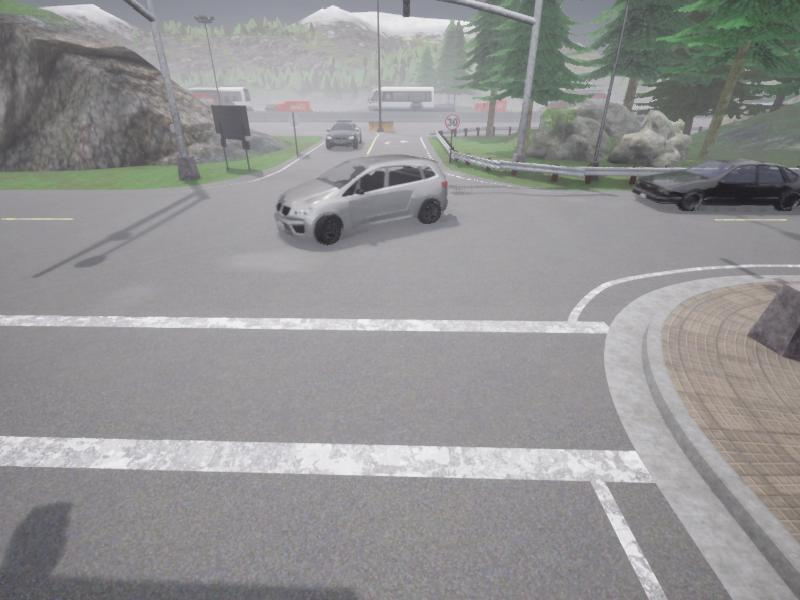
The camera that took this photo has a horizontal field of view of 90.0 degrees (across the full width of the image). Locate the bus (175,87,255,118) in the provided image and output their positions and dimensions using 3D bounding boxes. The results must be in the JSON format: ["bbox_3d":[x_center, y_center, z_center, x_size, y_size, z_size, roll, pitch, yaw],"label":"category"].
[{"bbox_3d":[-29.189,-31.513,63.809,10.273,4.253,3.944,0,27,0],"label":"bus"}]

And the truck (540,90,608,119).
[{"bbox_3d":[26.304,-29.764,60.870,8.468,3.827,2.891,0,27,0],"label":"truck"}]

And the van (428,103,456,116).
[{"bbox_3d":[6.998,-32.143,67.527,4.442,1.987,1.775,0,27,0],"label":"van"}]

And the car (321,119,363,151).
[{"bbox_3d":[-3.621,-10.811,26.021,2.038,1.542,4.974,0,27,0],"label":"car"}]

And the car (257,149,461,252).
[{"bbox_3d":[-0.960,-2.811,10.463,4.611,1.667,2.242,-17,31,-30],"label":"car"}]

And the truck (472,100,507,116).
[{"bbox_3d":[14.988,-32.356,67.411,5.204,2.467,2.627,0,27,0],"label":"truck"}]

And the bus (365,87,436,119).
[{"bbox_3d":[0.091,-29.906,60.677,10.273,4.253,3.944,0,27,0],"label":"bus"}]

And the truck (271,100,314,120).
[{"bbox_3d":[-15.542,-27.578,58.084,5.204,2.467,2.627,0,27,0],"label":"truck"}]

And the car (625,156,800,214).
[{"bbox_3d":[10.557,-3.732,12.795,5.357,1.411,2.033,0,27,0],"label":"car"}]

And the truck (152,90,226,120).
[{"bbox_3d":[-30.321,-28.185,57.792,8.468,3.827,2.891,0,27,0],"label":"truck"}]
